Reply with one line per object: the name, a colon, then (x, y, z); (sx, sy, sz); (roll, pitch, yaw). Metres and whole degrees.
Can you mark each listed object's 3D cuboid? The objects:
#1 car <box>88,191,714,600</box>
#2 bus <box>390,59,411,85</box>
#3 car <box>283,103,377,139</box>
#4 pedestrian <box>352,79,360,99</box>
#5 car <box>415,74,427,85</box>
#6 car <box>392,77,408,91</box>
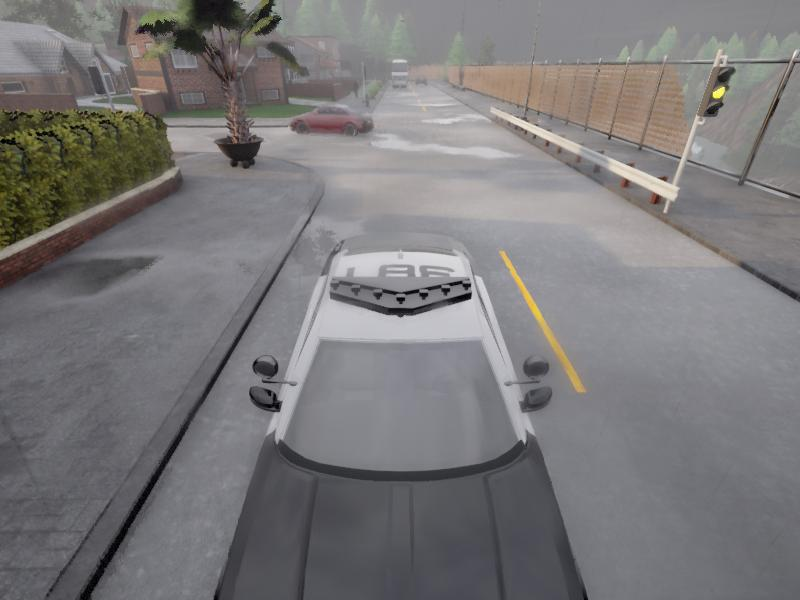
car: (0.005, 0.626, 3.353); (1.930, 1.638, 5.238); (0, 31, 0)
bus: (0.094, -46.458, 81.412); (3.944, 4.253, 10.273); (0, 30, 0)
car: (-3.506, -9.217, 20.460); (4.181, 1.385, 1.994); (8, 31, 13)
pedestrian: (-4.465, -21.505, 40.776); (0.751, 1.860, 0.751); (-2, 30, -3)
car: (3.974, -41.819, 75.914); (2.097, 1.767, 4.553); (0, 30, 0)
car: (-0.016, -31.696, 58.733); (2.152, 1.651, 5.027); (0, 30, 0)
